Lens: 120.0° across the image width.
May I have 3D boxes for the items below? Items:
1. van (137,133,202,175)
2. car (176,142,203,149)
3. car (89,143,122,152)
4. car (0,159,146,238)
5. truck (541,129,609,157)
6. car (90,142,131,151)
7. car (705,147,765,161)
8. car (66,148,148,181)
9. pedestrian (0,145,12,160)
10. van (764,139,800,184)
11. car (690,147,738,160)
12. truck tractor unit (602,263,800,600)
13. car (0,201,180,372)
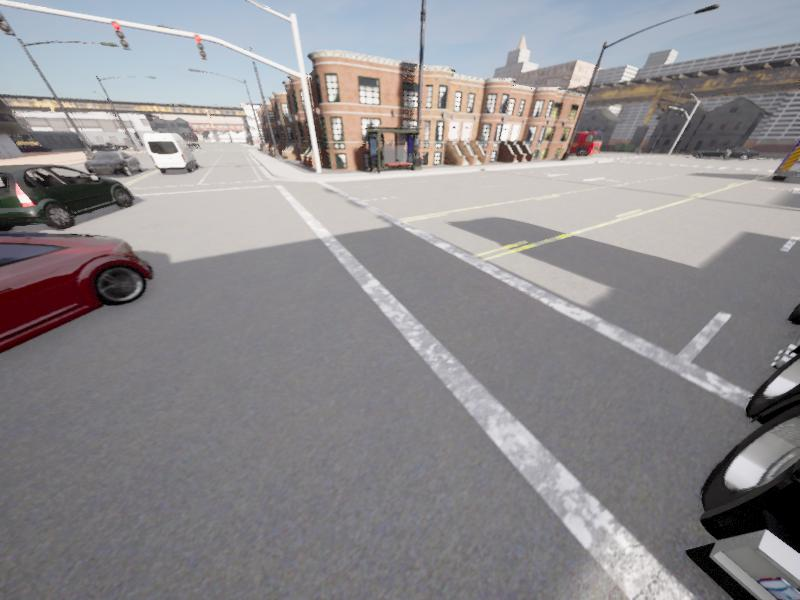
[{"bbox_3d":[-18.508,-12.078,18.980,1.988,2.561,5.915,-18,39,-24],"label":"van"},{"bbox_3d":[-55.589,-40.951,61.113,4.902,1.511,2.128,1,35,1],"label":"car"},{"bbox_3d":[-62.582,-32.489,49.142,3.806,1.475,1.970,-20,40,-25],"label":"car"},{"bbox_3d":[-11.193,-3.511,7.546,1.851,1.617,3.988,-8,36,-12],"label":"car"},{"bbox_3d":[30.483,-27.773,40.857,2.891,3.827,8.468,-18,39,-24],"label":"truck"},{"bbox_3d":[-64.357,-34.322,51.541,5.238,1.638,1.930,-20,40,-25],"label":"car"},{"bbox_3d":[51.043,-22.386,35.337,1.837,1.490,4.892,-18,39,-24],"label":"car"},{"bbox_3d":[-20.593,-9.902,16.620,1.930,1.638,5.238,-18,39,-25],"label":"car"},{"bbox_3d":[-46.904,-17.408,26.859,0.751,1.860,0.751,-9,36,-13],"label":"pedestrian"},{"bbox_3d":[28.813,-9.601,15.942,6.366,2.431,2.351,-18,39,-24],"label":"van"},{"bbox_3d":[47.291,-22.147,34.899,1.789,1.549,3.705,-18,38,-24],"label":"car"},{"bbox_3d":[5.112,-0.299,0.783,6.516,4.208,3.053,-18,39,-24],"label":"truck tractor unit"},{"bbox_3d":[-5.709,0.119,2.586,1.994,1.385,4.181,8,36,11],"label":"car"}]
